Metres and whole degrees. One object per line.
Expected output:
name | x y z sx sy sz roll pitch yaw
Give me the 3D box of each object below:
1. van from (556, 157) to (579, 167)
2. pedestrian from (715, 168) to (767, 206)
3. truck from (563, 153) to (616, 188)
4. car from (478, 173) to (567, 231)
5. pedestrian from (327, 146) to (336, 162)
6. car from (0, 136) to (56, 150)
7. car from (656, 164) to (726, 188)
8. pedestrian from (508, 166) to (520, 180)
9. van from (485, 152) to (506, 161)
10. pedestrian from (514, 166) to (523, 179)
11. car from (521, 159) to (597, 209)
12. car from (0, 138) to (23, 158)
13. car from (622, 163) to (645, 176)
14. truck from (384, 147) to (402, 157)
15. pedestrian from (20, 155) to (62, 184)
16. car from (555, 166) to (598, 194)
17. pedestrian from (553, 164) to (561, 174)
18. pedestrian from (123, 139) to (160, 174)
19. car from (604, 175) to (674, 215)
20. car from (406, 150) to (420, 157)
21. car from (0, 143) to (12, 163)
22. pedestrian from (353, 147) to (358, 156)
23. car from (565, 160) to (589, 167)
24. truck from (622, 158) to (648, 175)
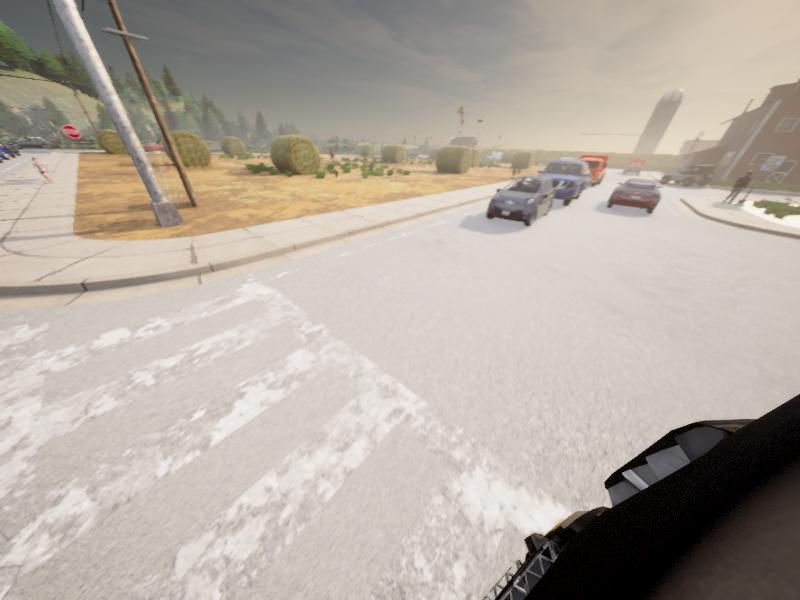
van | 47.063 -38.813 64.919 4.480 2.038 2.069 27 41 33
pedestrian | 19.899 -6.612 13.550 0.751 1.860 0.751 24 39 29
truck | 17.885 -12.265 21.787 2.627 2.467 5.204 27 40 32
car | 4.894 -4.033 9.121 1.845 1.501 3.633 27 40 32
pedestrian | -9.978 -21.311 33.767 0.751 1.860 0.751 25 39 30
car | -51.499 -21.748 32.036 1.970 1.475 3.806 30 42 35
car | 29.830 -12.929 23.932 1.905 1.878 3.866 -4 32 0
pedestrian | 10.652 -11.905 21.639 0.500 1.100 0.500 -19 39 -29
van | 32.615 -49.124 79.087 5.915 2.561 1.988 28 41 33
pedestrian | 11.754 -12.655 22.865 0.500 1.100 0.500 14 35 17
car | 9.326 -6.910 13.375 2.150 2.045 5.566 27 40 32
car | -38.784 -14.648 22.151 4.514 1.525 2.007 28 41 33
car | 40.349 -22.551 39.930 2.152 1.651 5.027 27 40 32
truck | -2.106 -45.323 70.754 2.627 2.467 5.204 30 42 35
pedestrian | -16.697 -6.082 10.777 0.500 1.100 0.500 -18 39 -29
car | 13.629 -9.316 17.817 1.789 1.549 3.705 27 40 32
pedestrian | 21.876 -18.310 32.246 0.500 1.100 0.500 24 39 29
pedestrian | -16.228 -9.015 14.560 0.751 1.860 0.751 -13 36 -22
car | 12.970 -5.898 12.719 1.994 1.385 4.181 27 40 32
car | 4.280 -48.393 76.538 2.097 1.767 4.553 30 42 35
car | -33.616 -11.953 18.409 5.008 1.535 1.882 28 41 33
pedestrian | -10.964 -36.376 56.680 0.751 1.860 0.751 17 36 20
car | 50.809 -39.238 66.251 4.974 1.542 2.038 27 41 33
truck | 44.880 -25.627 44.203 2.627 2.467 5.204 27 41 32
